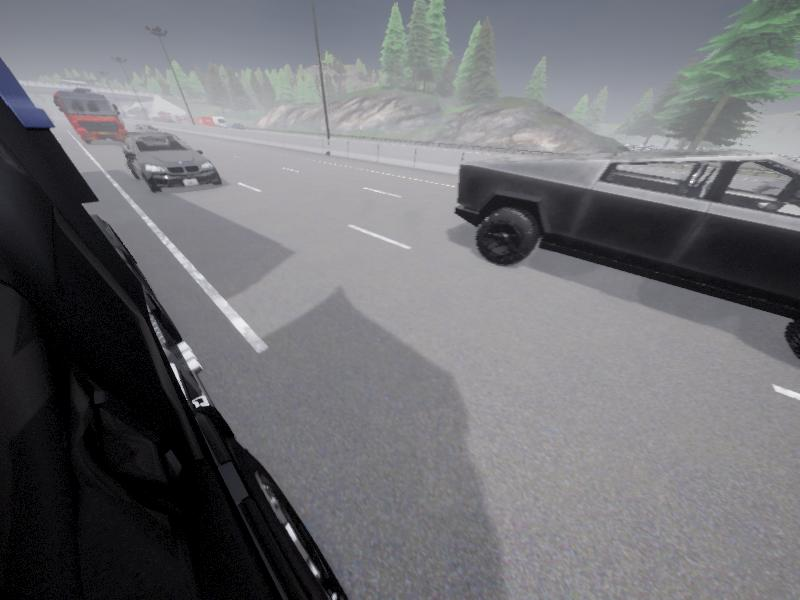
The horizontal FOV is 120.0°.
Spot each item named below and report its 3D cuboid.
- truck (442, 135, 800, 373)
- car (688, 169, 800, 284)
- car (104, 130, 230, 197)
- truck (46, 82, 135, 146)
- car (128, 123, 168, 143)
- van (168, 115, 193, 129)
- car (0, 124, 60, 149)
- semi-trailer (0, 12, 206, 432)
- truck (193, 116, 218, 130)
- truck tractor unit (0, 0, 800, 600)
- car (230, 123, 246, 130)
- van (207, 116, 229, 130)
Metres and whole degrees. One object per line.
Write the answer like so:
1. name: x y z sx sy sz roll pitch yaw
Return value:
1. truck: 4.165 -1.273 3.836 6.274 2.098 2.390 29 44 30
2. car: 9.289 -1.087 4.254 4.611 1.667 2.242 28 44 30
3. car: -9.182 -5.544 9.100 4.611 1.667 2.242 28 44 30
4. truck: -27.841 -16.498 20.799 8.468 3.827 2.891 28 44 30
5. car: -26.423 -17.553 24.250 4.193 1.474 1.816 29 44 30
6. van: -54.100 -43.909 56.952 6.366 2.431 2.351 28 44 30
7. car: -28.332 -12.273 17.244 1.895 1.301 4.718 -21 43 -28
8. semi-trailer: -8.958 -3.407 3.965 14.254 4.402 2.717 25 42 27
9. truck: -47.206 -42.957 56.064 5.204 2.467 2.627 28 44 30
10. truck tractor unit: -2.645 -0.295 0.351 6.516 4.208 3.053 28 44 30
11. car: -42.615 -45.591 60.670 4.193 1.474 1.816 28 44 30
12. van: -46.813 -45.550 59.457 5.915 2.561 1.988 28 44 30
